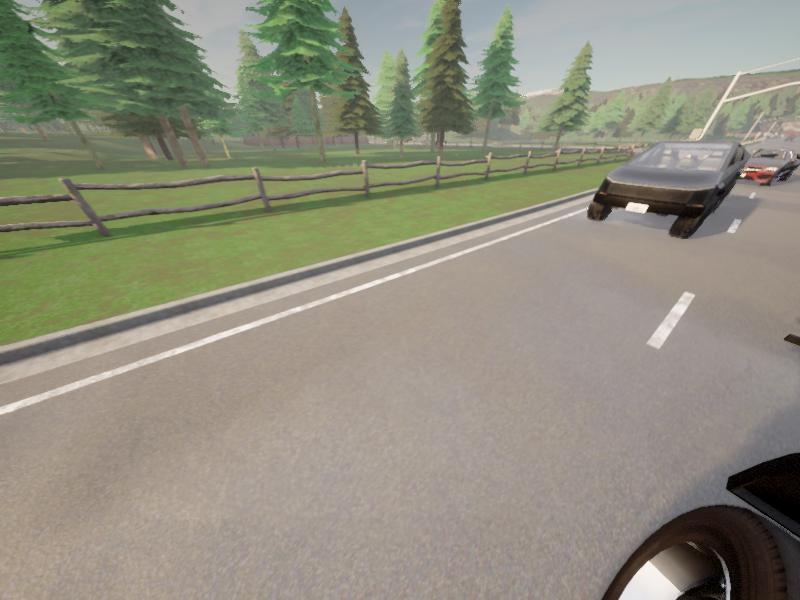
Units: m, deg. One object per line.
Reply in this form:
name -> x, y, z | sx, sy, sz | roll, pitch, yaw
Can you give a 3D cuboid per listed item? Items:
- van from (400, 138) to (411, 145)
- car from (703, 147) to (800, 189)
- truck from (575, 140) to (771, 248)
van -> 1.916, -57.584, 83.740 | 1.775, 1.987, 4.442 | -23, 41, -28
car -> 20.091, -7.499, 12.917 | 5.027, 1.651, 2.152 | -17, 38, -22
truck -> 8.703, -3.759, 7.322 | 6.274, 2.098, 2.390 | -23, 41, -29
